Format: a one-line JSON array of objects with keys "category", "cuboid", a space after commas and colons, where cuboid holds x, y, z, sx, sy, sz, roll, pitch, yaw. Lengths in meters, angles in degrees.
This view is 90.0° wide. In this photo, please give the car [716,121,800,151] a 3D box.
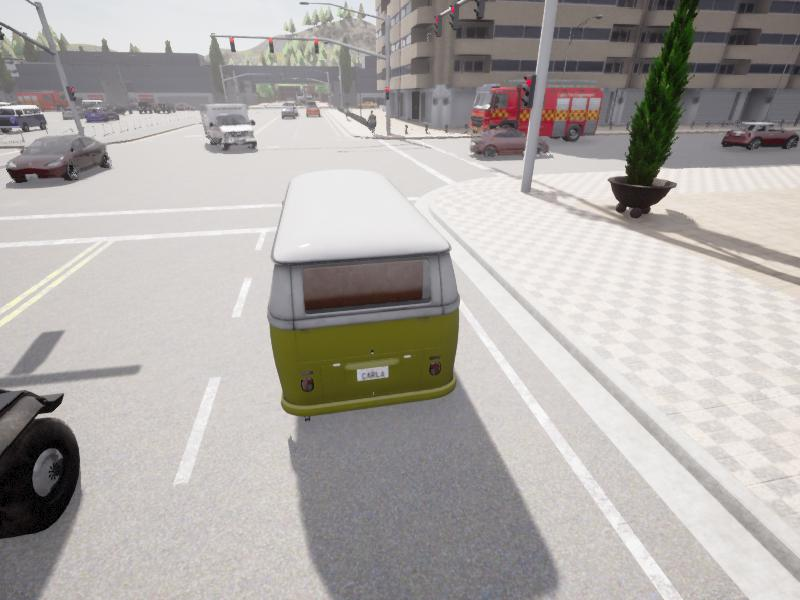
[{"category": "car", "cuboid": [21.813, -9.900, 24.095, 3.806, 1.475, 1.970, -5, 28, -10]}]

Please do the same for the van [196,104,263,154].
[{"category": "van", "cuboid": [-10.860, -10.937, 25.187, 2.351, 2.431, 6.366, -16, 31, -27]}]

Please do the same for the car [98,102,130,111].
[{"category": "car", "cuboid": [-60.221, -40.815, 84.304, 4.856, 1.649, 2.033, -5, 28, -9]}]

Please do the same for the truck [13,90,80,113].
[{"category": "truck", "cuboid": [-67.353, -37.973, 76.397, 8.468, 3.827, 2.891, -5, 28, -9]}]

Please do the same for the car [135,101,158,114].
[{"category": "car", "cuboid": [-42.791, -32.558, 67.626, 1.905, 1.878, 3.866, -5, 28, -10]}]

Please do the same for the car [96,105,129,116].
[{"category": "car", "cuboid": [-44.203, -29.220, 61.644, 2.033, 1.415, 5.357, -5, 28, -10]}]

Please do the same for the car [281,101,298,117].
[{"category": "car", "cuboid": [-17.252, -30.007, 62.779, 2.150, 2.045, 5.566, -5, 28, -10]}]

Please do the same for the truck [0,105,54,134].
[{"category": "truck", "cuboid": [-32.339, -15.445, 34.107, 2.069, 2.038, 4.478, -5, 28, -10]}]

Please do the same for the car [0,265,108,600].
[{"category": "car", "cuboid": [-3.362, 1.529, 1.572, 1.905, 1.878, 3.866, -5, 28, -10]}]

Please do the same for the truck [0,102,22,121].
[{"category": "truck", "cuboid": [-50.558, -23.779, 50.349, 2.069, 2.038, 4.478, -5, 28, -10]}]

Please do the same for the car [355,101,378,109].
[{"category": "car", "cuboid": [-8.014, -47.071, 96.499, 5.366, 1.575, 1.801, -5, 28, -10]}]

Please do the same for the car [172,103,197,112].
[{"category": "car", "cuboid": [-43.397, -38.800, 80.634, 3.806, 1.475, 1.970, -5, 28, -10]}]

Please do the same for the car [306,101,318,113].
[{"category": "car", "cuboid": [-16.077, -35.344, 73.344, 1.905, 1.878, 3.866, -5, 28, -10]}]

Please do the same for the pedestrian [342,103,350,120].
[{"category": "pedestrian", "cuboid": [-6.623, -23.175, 49.282, 0.751, 1.860, 0.751, -5, 28, -10]}]

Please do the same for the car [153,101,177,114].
[{"category": "car", "cuboid": [-39.941, -32.796, 68.076, 1.932, 1.855, 4.605, -5, 28, -10]}]

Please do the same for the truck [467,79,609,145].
[{"category": "truck", "cuboid": [9.342, -13.070, 27.713, 8.468, 3.827, 2.891, -5, 28, -10]}]

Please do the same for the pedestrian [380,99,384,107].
[{"category": "pedestrian", "cuboid": [-4.560, -50.780, 102.975, 0.751, 1.860, 0.751, -10, 29, -19]}]

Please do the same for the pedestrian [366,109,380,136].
[{"category": "pedestrian", "cuboid": [-2.069, -13.604, 30.632, 0.751, 1.860, 0.751, -15, 31, -26]}]

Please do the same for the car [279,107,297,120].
[{"category": "car", "cuboid": [-15.728, -26.324, 56.318, 2.033, 1.411, 5.357, -6, 28, -11]}]

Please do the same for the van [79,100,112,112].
[{"category": "van", "cuboid": [-61.555, -39.259, 80.854, 4.480, 2.038, 2.069, -5, 28, -9]}]

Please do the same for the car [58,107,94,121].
[{"category": "car", "cuboid": [-42.050, -24.272, 52.029, 1.970, 1.475, 3.806, -5, 28, -10]}]

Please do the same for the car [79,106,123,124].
[{"category": "car", "cuboid": [-35.280, -21.954, 47.351, 2.242, 1.667, 4.611, -5, 28, -10]}]

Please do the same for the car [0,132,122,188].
[{"category": "car", "cuboid": [-13.863, -5.914, 16.451, 2.163, 1.488, 4.792, -5, 28, -10]}]

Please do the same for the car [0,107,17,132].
[{"category": "car", "cuboid": [-35.166, -15.071, 33.590, 1.932, 1.855, 4.605, -5, 28, -10]}]

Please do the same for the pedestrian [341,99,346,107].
[{"category": "pedestrian", "cuboid": [-13.965, -48.509, 98.573, 0.751, 1.860, 0.751, 20, 33, 34]}]

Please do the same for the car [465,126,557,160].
[{"category": "car", "cuboid": [5.820, -8.419, 21.357, 4.181, 1.385, 1.994, -5, 28, -9]}]

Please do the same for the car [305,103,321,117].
[{"category": "car", "cuboid": [-13.289, -28.991, 61.070, 2.097, 1.767, 4.553, -5, 28, -10]}]

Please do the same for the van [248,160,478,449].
[{"category": "van", "cuboid": [-0.682, -0.529, 5.468, 1.775, 1.987, 4.442, -5, 28, -10]}]
